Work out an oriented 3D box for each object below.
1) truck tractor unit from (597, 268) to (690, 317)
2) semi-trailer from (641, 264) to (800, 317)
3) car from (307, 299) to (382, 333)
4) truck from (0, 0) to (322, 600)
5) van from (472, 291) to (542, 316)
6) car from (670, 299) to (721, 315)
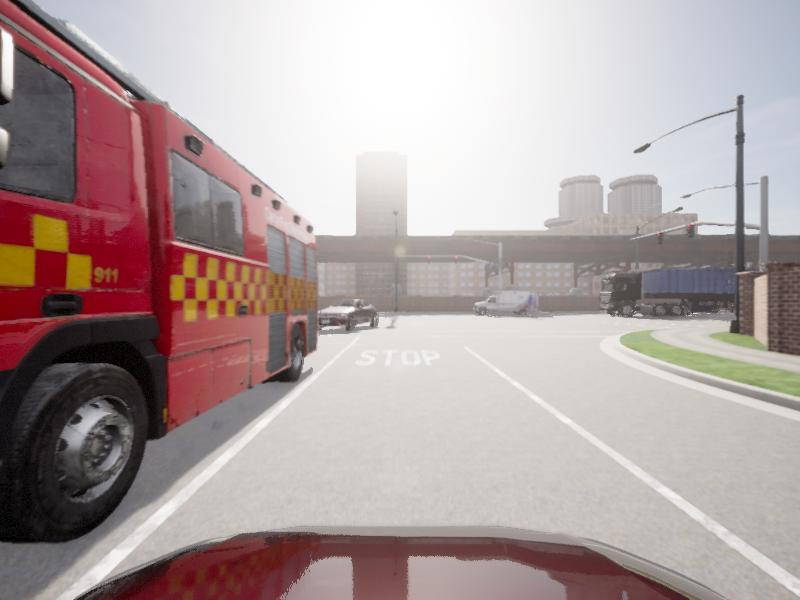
[{"bbox_3d":[21.708,-0.633,35.977,6.516,4.208,3.053,0,0,2],"label":"truck tractor unit"},{"bbox_3d":[29.611,-0.821,35.626,14.254,4.402,2.717,-1,0,3],"label":"semi-trailer"},{"bbox_3d":[-2.838,0.768,21.885,2.152,1.651,5.027,0,0,18],"label":"car"},{"bbox_3d":[-3.407,-0.320,5.374,2.891,3.827,8.468,0,0,1],"label":"truck"},{"bbox_3d":[10.550,0.346,39.813,6.366,2.431,2.351,0,0,2],"label":"van"},{"bbox_3d":[28.994,0.632,39.324,3.633,1.501,1.845,-1,0,2],"label":"car"}]
